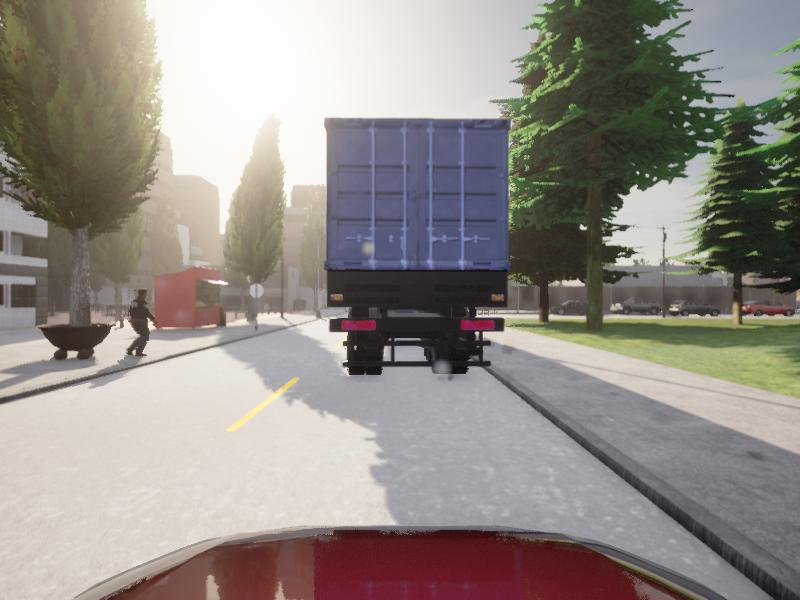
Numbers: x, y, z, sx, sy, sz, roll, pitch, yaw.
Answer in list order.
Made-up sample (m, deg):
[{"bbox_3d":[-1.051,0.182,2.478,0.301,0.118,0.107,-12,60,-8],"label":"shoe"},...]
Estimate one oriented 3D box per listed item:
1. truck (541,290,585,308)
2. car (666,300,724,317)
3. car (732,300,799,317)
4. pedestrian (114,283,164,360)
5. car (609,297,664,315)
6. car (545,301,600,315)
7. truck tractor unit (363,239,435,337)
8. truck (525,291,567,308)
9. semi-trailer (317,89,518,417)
[{"bbox_3d":[35.300,-0.161,86.845,8.468,3.827,2.891,0,0,0],"label":"truck"},{"bbox_3d":[27.587,0.764,37.493,3.988,1.617,1.851,0,0,0],"label":"car"},{"bbox_3d":[34.092,0.804,37.400,4.514,1.525,2.007,0,0,-2],"label":"car"},{"bbox_3d":[-6.669,0.526,10.237,0.751,1.860,0.751,0,0,17],"label":"pedestrian"},{"bbox_3d":[24.441,0.625,41.469,4.605,1.855,1.932,0,0,-1],"label":"car"},{"bbox_3d":[17.836,0.817,41.491,4.892,1.490,1.837,0,0,-1],"label":"car"},{"bbox_3d":[-0.099,-0.533,20.440,3.053,4.208,6.516,0,0,-1],"label":"truck tractor unit"},{"bbox_3d":[33.121,-0.166,90.843,8.468,3.827,2.891,0,0,0],"label":"truck"},{"bbox_3d":[0.079,-0.625,12.530,2.717,4.402,14.254,0,0,-1],"label":"semi-trailer"}]
